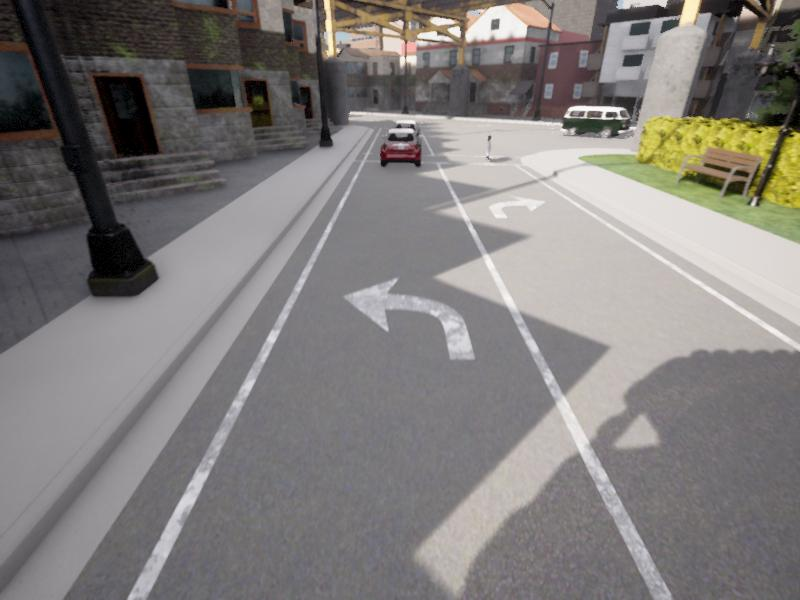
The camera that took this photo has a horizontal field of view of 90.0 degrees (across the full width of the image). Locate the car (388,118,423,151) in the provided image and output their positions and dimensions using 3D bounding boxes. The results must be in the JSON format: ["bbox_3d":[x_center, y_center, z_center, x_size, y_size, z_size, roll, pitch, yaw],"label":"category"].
[{"bbox_3d":[0.334,-9.988,24.020,1.970,1.475,3.806,0,28,1],"label":"car"}]

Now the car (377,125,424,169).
[{"bbox_3d":[0.075,-7.289,18.853,1.970,1.475,3.806,1,28,1],"label":"car"}]

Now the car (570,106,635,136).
[{"bbox_3d":[15.880,-14.166,31.549,1.905,1.878,3.866,-25,36,-38],"label":"car"}]

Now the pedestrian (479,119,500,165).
[{"bbox_3d":[4.088,-7.220,18.249,0.751,1.860,0.751,6,28,12],"label":"pedestrian"}]

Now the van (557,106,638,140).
[{"bbox_3d":[14.061,-12.773,28.736,2.069,2.038,4.480,-25,35,-38],"label":"van"}]

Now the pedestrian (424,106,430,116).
[{"bbox_3d":[3.531,-24.692,52.201,0.500,1.100,0.500,-17,32,-29],"label":"pedestrian"}]
